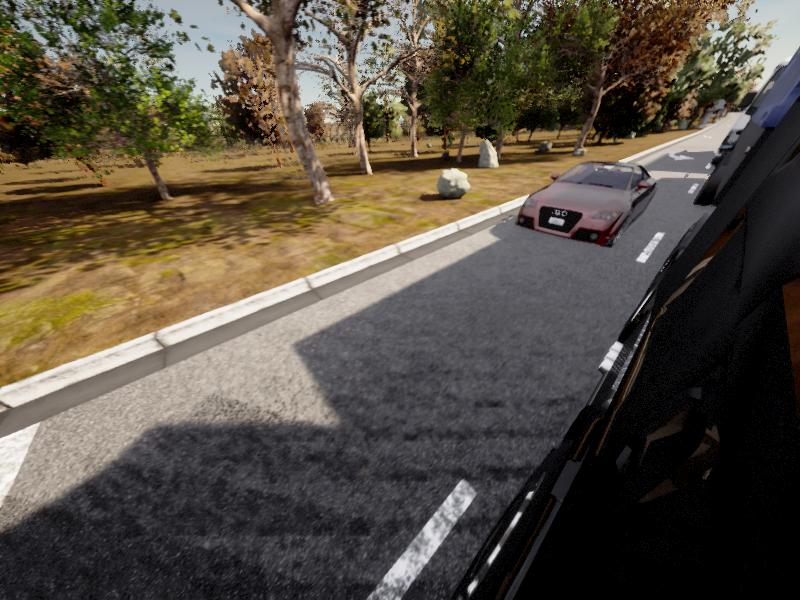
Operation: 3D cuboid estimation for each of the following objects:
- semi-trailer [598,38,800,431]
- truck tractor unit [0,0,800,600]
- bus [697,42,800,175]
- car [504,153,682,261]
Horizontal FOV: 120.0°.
[{"bbox_3d":[8.674,-3.604,4.274,14.254,4.402,2.717,-28,44,-30],"label":"semi-trailer"},{"bbox_3d":[2.645,-0.295,0.351,6.516,4.208,3.053,-28,44,-30],"label":"truck tractor unit"},{"bbox_3d":[19.960,-9.507,11.684,10.273,4.253,3.944,-29,44,-31],"label":"bus"},{"bbox_3d":[4.780,-2.602,5.720,4.181,1.385,1.994,-28,44,-30],"label":"car"}]
